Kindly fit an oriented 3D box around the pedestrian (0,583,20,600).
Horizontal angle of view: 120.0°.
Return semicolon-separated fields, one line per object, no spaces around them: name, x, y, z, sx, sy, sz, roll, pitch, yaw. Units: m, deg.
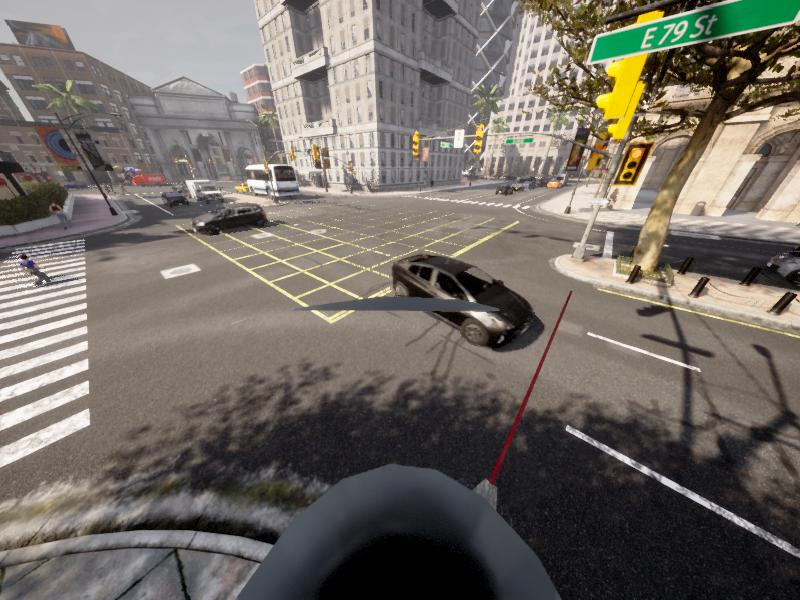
pedestrian;-3.867;2.462;1.528;0.751;1.860;0.751;13;32;21

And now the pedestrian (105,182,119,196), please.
pedestrian;-45.715;-17.656;36.678;0.751;1.860;0.751;-26;39;-37

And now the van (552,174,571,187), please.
van;37.843;-28.026;54.010;1.988;2.561;5.915;23;37;34

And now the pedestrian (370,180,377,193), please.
pedestrian;-4.491;-19.020;38.737;0.751;1.860;0.751;-20;35;-30

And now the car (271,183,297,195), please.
car;-19.638;-18.838;39.189;4.674;1.442;1.812;23;37;34

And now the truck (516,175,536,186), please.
truck;30.742;-29.041;56.207;2.390;2.098;6.274;23;37;34

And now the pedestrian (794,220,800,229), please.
pedestrian;28.846;-5.860;15.943;0.751;1.860;0.751;23;37;34

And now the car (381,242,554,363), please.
car;1.620;-0.352;7.088;2.007;1.525;4.514;-24;37;-35

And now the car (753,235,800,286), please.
car;16.907;-1.185;8.528;3.633;1.501;1.845;23;37;34

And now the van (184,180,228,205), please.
van;-25.231;-14.113;30.022;6.366;2.431;2.351;23;37;34

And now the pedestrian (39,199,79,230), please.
pedestrian;-23.861;-6.018;16.216;0.751;1.860;0.751;-21;36;-32

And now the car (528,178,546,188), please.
car;30.644;-26.106;51.601;2.152;1.651;5.027;23;37;34

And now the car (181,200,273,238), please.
car;-12.230;-5.983;16.695;2.242;1.667;4.611;23;37;34

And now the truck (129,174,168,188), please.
truck;-57.555;-27.393;52.978;2.627;2.467;5.204;23;37;34

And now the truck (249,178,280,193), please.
truck;-25.339;-21.541;43.216;6.274;2.098;2.390;23;37;34

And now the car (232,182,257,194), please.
car;-27.676;-20.013;41.088;5.366;1.575;1.801;23;37;34

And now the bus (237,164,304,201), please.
bus;-19.231;-17.526;34.110;10.273;4.253;3.944;23;37;34

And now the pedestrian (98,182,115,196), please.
pedestrian;-45.983;-17.401;36.234;0.751;1.860;0.751;12;32;20

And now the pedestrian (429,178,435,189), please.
pedestrian;6.250;-22.662;45.043;0.751;1.860;0.751;20;35;30

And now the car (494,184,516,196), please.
car;17.189;-18.077;37.842;1.816;1.474;4.193;23;37;34

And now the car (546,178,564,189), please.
car;33.211;-24.960;49.443;2.097;1.767;4.553;23;37;34

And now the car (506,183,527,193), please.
car;21.378;-20.487;42.194;1.895;1.301;4.718;23;37;34

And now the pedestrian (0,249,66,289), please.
pedestrian;-13.860;-1.169;8.682;0.751;1.300;0.751;-4;30;-7

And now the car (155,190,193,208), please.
car;-27.136;-12.180;27.707;5.357;1.411;2.033;23;37;34

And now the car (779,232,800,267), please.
car;20.631;-1.829;9.804;4.181;1.385;1.994;23;37;34

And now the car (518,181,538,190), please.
car;26.001;-23.250;46.881;2.033;1.411;5.357;23;37;34

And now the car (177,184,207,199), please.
car;-31.092;-16.241;34.507;4.856;1.649;2.033;23;37;34
